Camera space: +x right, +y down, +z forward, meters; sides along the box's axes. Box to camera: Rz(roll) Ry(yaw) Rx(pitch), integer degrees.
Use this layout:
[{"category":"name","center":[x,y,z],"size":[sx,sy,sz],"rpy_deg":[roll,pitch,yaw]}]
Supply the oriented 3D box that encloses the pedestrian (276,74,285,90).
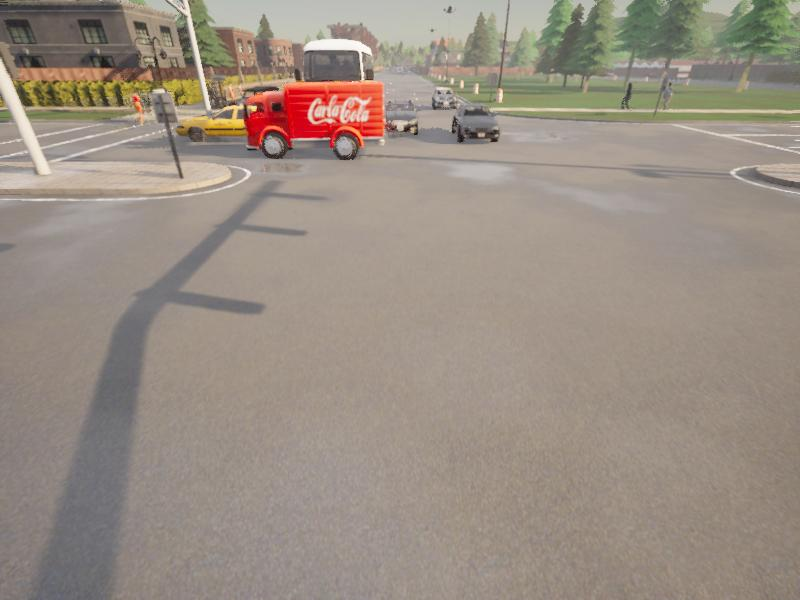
[{"category":"pedestrian","center":[-16.102,-29.374,53.880],"size":[0.751,1.860,0.751],"rpy_deg":[1,30,2]}]

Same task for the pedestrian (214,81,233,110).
[{"category":"pedestrian","center":[-12.962,-15.003,29.372],"size":[0.751,1.860,0.751],"rpy_deg":[-4,31,-7]}]

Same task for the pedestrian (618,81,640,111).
[{"category":"pedestrian","center":[16.583,-14.765,28.975],"size":[0.751,1.860,0.751],"rpy_deg":[3,31,5]}]

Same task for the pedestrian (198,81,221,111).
[{"category":"pedestrian","center":[-13.669,-14.628,28.732],"size":[0.751,1.860,0.751],"rpy_deg":[10,32,16]}]

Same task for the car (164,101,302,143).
[{"category":"car","center":[-7.492,-8.203,18.401],"size":[5.366,1.575,1.801],"rpy_deg":[0,30,1]}]

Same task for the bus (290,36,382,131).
[{"category":"bus","center":[-3.374,-13.579,24.933],"size":[3.944,4.253,10.273],"rpy_deg":[0,30,0]}]

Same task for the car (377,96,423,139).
[{"category":"car","center":[0.005,-9.586,20.832],"size":[2.128,1.511,4.902],"rpy_deg":[0,30,0]}]

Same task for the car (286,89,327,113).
[{"category":"car","center":[-7.096,-15.371,30.837],"size":[1.994,1.385,4.181],"rpy_deg":[1,30,2]}]

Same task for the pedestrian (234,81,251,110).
[{"category":"pedestrian","center":[-11.590,-15.038,29.432],"size":[0.751,1.860,0.751],"rpy_deg":[-5,31,-9]}]

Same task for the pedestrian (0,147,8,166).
[{"category":"pedestrian","center":[-13.557,-5.216,12.683],"size":[0.751,1.860,0.751],"rpy_deg":[-7,31,-11]}]

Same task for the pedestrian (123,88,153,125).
[{"category":"pedestrian","center":[-15.329,-11.333,23.415],"size":[0.751,1.860,0.751],"rpy_deg":[-3,30,-5]}]

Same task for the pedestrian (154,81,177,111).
[{"category":"pedestrian","center":[-17.041,-14.826,29.070],"size":[0.751,1.860,0.751],"rpy_deg":[1,30,1]}]

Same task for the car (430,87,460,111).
[{"category":"car","center":[3.506,-16.021,31.843],"size":[1.970,1.475,3.806],"rpy_deg":[0,30,0]}]

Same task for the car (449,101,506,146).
[{"category":"car","center":[3.506,-8.399,18.846],"size":[1.816,1.474,4.193],"rpy_deg":[0,30,0]}]

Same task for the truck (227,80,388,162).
[{"category":"truck","center":[-3.136,-6.804,15.104],"size":[5.204,2.467,2.627],"rpy_deg":[-1,30,2]}]

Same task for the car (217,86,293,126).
[{"category":"car","center":[-8.756,-11.958,24.499],"size":[1.905,1.878,3.866],"rpy_deg":[15,34,24]}]

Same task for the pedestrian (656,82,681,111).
[{"category":"pedestrian","center":[19.136,-14.534,28.583],"size":[0.751,1.860,0.751],"rpy_deg":[2,30,3]}]

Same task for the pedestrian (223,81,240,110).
[{"category":"pedestrian","center":[-12.319,-15.003,29.372],"size":[0.751,1.860,0.751],"rpy_deg":[-8,31,-14]}]
